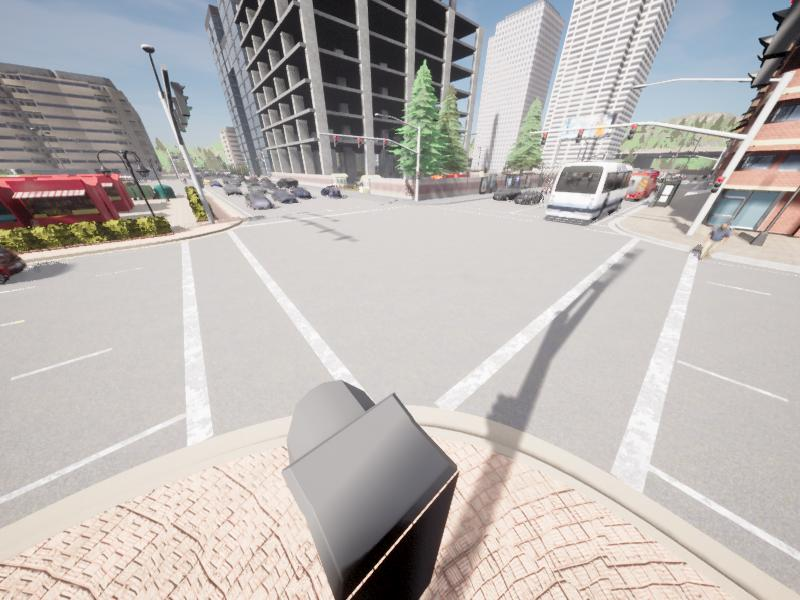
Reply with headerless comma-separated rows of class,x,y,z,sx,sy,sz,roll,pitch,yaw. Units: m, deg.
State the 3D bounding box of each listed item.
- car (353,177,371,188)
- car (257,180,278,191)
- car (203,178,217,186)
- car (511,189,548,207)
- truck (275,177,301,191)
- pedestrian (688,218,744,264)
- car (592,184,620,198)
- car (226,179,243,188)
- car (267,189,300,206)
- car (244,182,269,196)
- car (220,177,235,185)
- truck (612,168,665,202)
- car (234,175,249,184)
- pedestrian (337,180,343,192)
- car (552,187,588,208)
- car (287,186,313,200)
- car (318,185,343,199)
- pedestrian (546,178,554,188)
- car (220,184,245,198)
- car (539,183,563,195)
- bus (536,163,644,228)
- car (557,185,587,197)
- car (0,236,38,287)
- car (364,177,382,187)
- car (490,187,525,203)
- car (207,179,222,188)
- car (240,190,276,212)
car,-8.128,-24.929,48.916,1.905,1.878,3.866,-23,37,-34
car,-25.797,-22.291,44.882,2.152,1.651,5.027,-23,37,-34
car,-47.250,-29.480,57.418,1.882,1.535,5.008,-23,37,-34
car,15.817,-12.501,28.155,4.892,1.490,1.837,-23,37,-34
truck,-22.228,-23.103,45.807,2.390,2.098,6.274,-23,37,-34
pedestrian,14.578,-2.728,10.711,0.751,1.860,0.751,-18,34,-28
car,32.268,-17.118,36.112,5.366,1.575,1.801,-23,37,-34
car,-37.027,-26.187,51.661,2.038,1.542,4.974,-23,37,-34
car,-14.629,-12.911,28.864,2.033,1.411,5.357,-23,37,-34
car,-23.660,-18.352,38.009,2.242,1.667,4.611,-23,37,-34
car,-43.519,-30.032,58.270,1.930,1.638,5.238,-23,37,-34
truck,33.713,-16.428,32.628,8.468,3.827,2.891,-23,37,-34
car,-42.266,-32.205,61.555,1.932,1.855,4.605,-23,37,-34
pedestrian,-10.204,-19.436,39.345,0.751,1.860,0.751,-6,31,-11
car,19.930,-12.098,27.090,3.866,1.878,1.905,-23,37,-34
car,-14.563,-15.567,33.489,1.994,1.385,4.181,-23,37,-34
car,-10.115,-15.734,33.590,1.789,1.549,3.705,-23,37,-34
pedestrian,31.041,-24.292,47.867,0.751,1.860,0.751,20,35,30
car,-25.999,-16.943,35.760,2.163,1.488,4.792,-23,37,-34
car,25.653,-18.910,39.229,3.988,1.617,1.851,-23,37,-34
bus,17.009,-9.702,20.565,10.273,4.253,3.944,-23,37,-34
car,27.254,-17.245,36.466,5.357,1.411,2.033,-23,37,-34
car,-16.988,-1.072,8.336,3.633,1.501,1.845,-23,37,-34
car,-5.875,-25.875,50.553,1.905,1.878,3.866,-23,37,-34
car,14.545,-14.266,31.177,5.008,1.535,1.882,-23,37,-34
car,-40.616,-25.552,50.668,1.816,1.474,4.193,-23,37,-34
car,-15.368,-10.746,24.879,2.033,1.649,4.856,-23,37,-34
